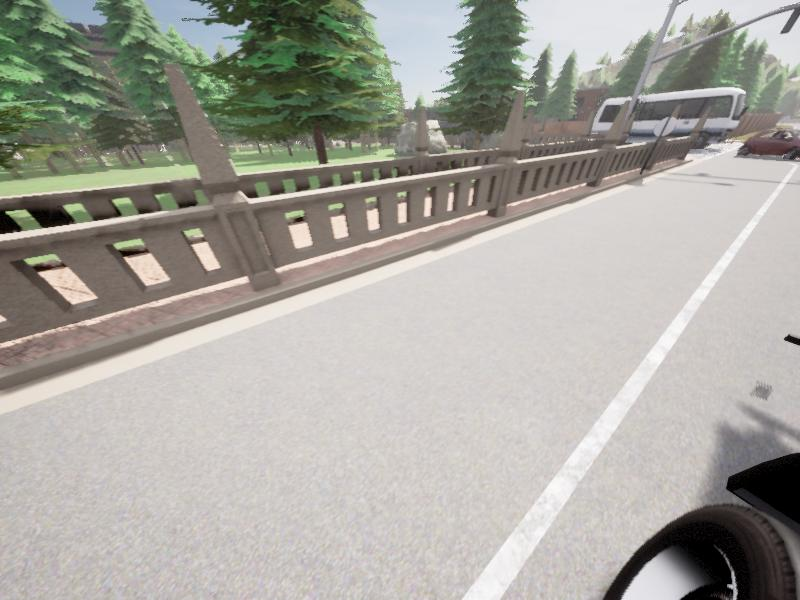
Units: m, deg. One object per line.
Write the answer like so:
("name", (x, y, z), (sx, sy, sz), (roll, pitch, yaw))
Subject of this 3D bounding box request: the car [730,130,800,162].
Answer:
("car", (24.436, -9.791, 14.560), (1.845, 1.501, 3.633), (1, 36, 3))

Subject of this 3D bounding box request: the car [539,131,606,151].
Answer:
("car", (18.622, -17.454, 25.269), (1.801, 1.575, 5.366), (-23, 41, -26))

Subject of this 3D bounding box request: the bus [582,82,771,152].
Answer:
("bus", (24.914, -17.059, 22.138), (3.944, 4.253, 10.273), (-24, 41, -27))
